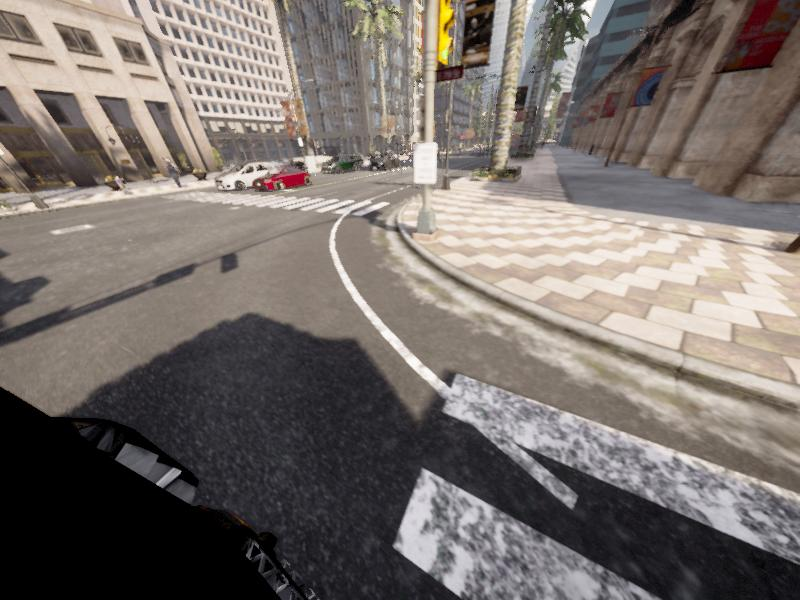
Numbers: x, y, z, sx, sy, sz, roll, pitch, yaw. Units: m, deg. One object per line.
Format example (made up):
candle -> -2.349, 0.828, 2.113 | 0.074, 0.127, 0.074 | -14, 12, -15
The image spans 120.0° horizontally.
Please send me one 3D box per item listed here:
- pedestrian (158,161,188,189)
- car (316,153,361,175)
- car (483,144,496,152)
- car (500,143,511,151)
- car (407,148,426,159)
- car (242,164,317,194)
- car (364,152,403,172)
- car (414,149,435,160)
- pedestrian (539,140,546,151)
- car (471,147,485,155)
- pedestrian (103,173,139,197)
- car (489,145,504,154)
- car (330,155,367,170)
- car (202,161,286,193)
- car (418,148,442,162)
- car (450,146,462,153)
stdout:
pedestrian -> -17.505, -9.662, 17.875 | 0.751, 1.860, 0.751 | -15, 36, -18
car -> -6.656, -14.997, 25.432 | 2.097, 1.767, 4.553 | 14, 37, 24
car -> 23.910, -40.474, 61.613 | 2.038, 1.542, 4.974 | 14, 37, 23
car -> 28.835, -41.771, 63.135 | 1.801, 1.575, 5.366 | 14, 37, 23
car -> 3.371, -29.761, 46.872 | 2.185, 1.767, 4.553 | 14, 37, 23
car -> -8.373, -8.727, 16.514 | 1.994, 1.385, 4.181 | 14, 37, 24
car -> -1.783, -16.112, 26.837 | 2.242, 1.667, 4.611 | 14, 37, 24
car -> 4.679, -27.358, 43.377 | 2.038, 1.542, 4.974 | 14, 38, 24
pedestrian -> 30.244, -32.809, 48.963 | 0.751, 1.860, 0.751 | 8, 35, 16
car -> 17.311, -32.933, 50.995 | 1.895, 1.301, 4.718 | 14, 37, 23
pedestrian -> -18.970, -7.834, 15.744 | 0.751, 1.300, 0.751 | -1, 34, 2
car -> 21.459, -33.415, 51.201 | 2.128, 1.511, 4.902 | 14, 37, 23
car -> -6.819, -18.501, 31.005 | 2.163, 1.488, 4.792 | 14, 37, 23
car -> -11.616, -9.488, 17.641 | 2.242, 1.667, 4.611 | 14, 37, 24
car -> 4.905, -23.443, 37.385 | 2.033, 1.649, 4.856 | 14, 37, 24
car -> 16.658, -44.632, 68.441 | 2.231, 1.521, 4.892 | 14, 37, 23
